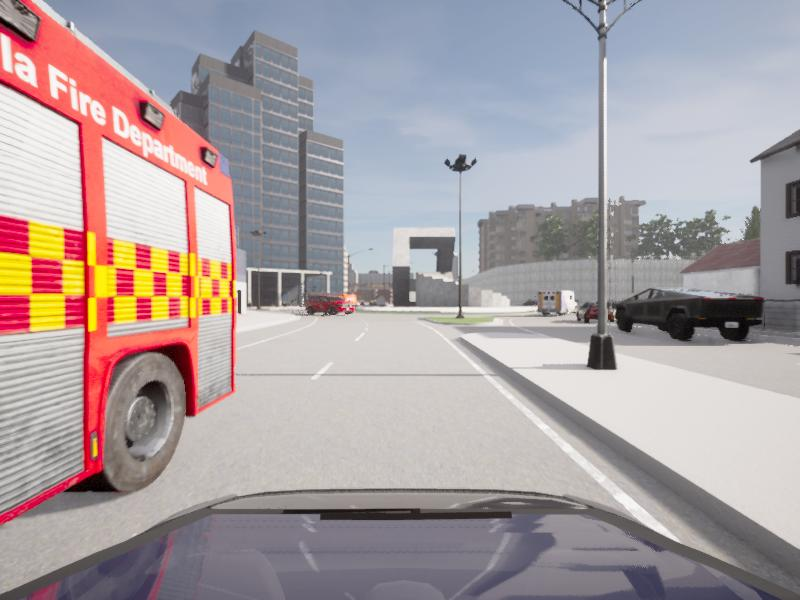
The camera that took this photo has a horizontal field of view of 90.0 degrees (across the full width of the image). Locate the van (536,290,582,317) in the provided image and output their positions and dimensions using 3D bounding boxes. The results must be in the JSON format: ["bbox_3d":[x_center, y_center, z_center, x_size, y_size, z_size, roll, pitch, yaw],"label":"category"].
[{"bbox_3d":[15.971,0.323,39.952,2.351,2.431,6.366,0,0,41],"label":"van"}]

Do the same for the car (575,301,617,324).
[{"bbox_3d":[13.533,0.816,27.851,1.816,1.474,4.193,0,0,14],"label":"car"}]

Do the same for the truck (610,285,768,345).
[{"bbox_3d":[11.716,0.518,17.060,2.390,2.098,6.274,0,0,2],"label":"truck"}]

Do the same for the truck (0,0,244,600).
[{"bbox_3d":[-3.495,-0.320,0.995,2.891,3.827,8.468,0,0,0],"label":"truck"}]

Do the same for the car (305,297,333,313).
[{"bbox_3d":[-9.625,0.581,47.425,1.905,1.878,3.866,0,0,-35],"label":"car"}]

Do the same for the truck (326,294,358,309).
[{"bbox_3d":[-10.005,0.261,69.317,2.627,2.467,5.204,0,0,31],"label":"truck"}]

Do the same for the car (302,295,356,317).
[{"bbox_3d":[-7.109,0.513,39.720,5.566,2.045,2.150,0,0,39],"label":"car"}]
